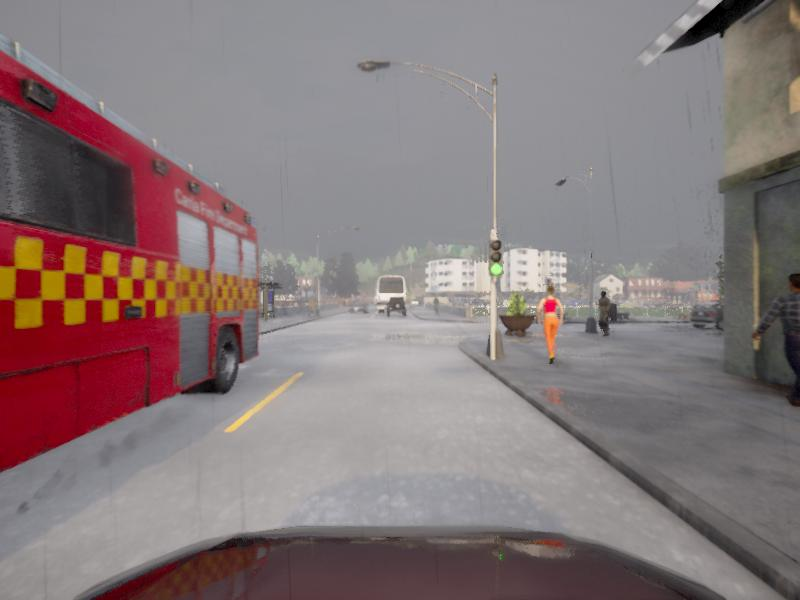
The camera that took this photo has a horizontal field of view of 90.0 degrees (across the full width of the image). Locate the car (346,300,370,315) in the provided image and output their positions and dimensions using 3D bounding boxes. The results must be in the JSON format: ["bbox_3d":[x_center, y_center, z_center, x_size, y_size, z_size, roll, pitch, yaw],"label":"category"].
[{"bbox_3d":[-4.565,0.795,44.510,2.128,1.511,4.902,0,0,0],"label":"car"}]

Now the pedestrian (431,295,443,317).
[{"bbox_3d":[3.152,0.493,34.088,0.751,1.860,0.751,0,0,44],"label":"pedestrian"}]

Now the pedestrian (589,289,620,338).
[{"bbox_3d":[8.037,0.519,15.737,0.751,1.860,0.751,0,0,-22],"label":"pedestrian"}]

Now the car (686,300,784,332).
[{"bbox_3d":[17.353,0.796,20.845,3.705,1.549,1.789,0,0,-2],"label":"car"}]

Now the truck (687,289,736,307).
[{"bbox_3d":[68.290,-0.408,87.700,8.468,3.827,2.891,0,0,0],"label":"truck"}]

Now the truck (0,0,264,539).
[{"bbox_3d":[-4.179,-0.326,4.313,2.891,3.827,8.468,0,0,-3],"label":"truck"}]

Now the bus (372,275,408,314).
[{"bbox_3d":[-1.155,-0.580,48.853,3.944,4.253,10.273,0,0,-1],"label":"bus"}]

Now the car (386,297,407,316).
[{"bbox_3d":[-0.384,0.609,40.137,1.905,1.878,3.866,0,0,-3],"label":"car"}]

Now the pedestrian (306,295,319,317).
[{"bbox_3d":[-7.268,0.503,33.272,0.751,1.860,0.751,0,0,18],"label":"pedestrian"}]

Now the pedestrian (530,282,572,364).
[{"bbox_3d":[3.563,0.525,9.499,0.751,1.860,0.751,0,0,4],"label":"pedestrian"}]

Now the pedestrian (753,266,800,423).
[{"bbox_3d":[5.045,0.529,5.018,0.751,1.860,0.751,0,0,25],"label":"pedestrian"}]
